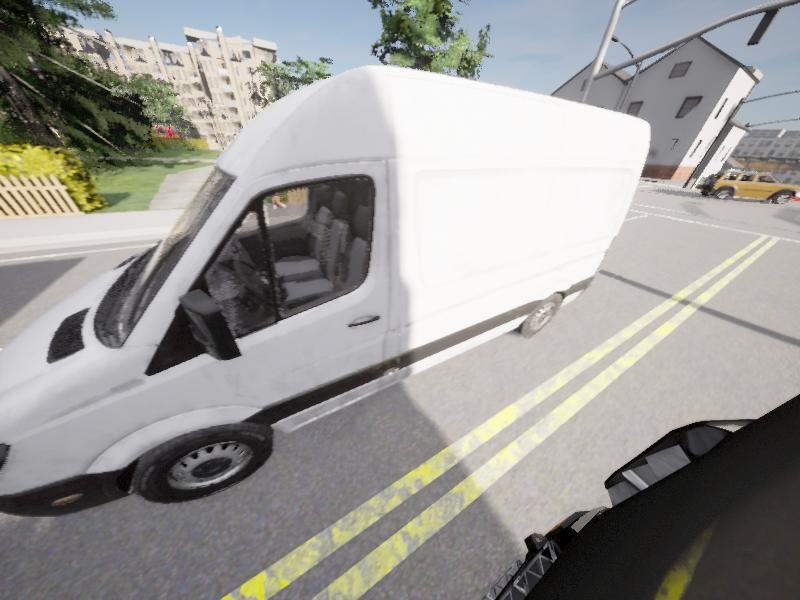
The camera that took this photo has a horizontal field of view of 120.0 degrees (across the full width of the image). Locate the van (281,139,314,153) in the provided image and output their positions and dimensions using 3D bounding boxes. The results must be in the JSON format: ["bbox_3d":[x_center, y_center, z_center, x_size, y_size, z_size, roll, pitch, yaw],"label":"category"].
[{"bbox_3d":[-23.686,-35.782,53.673,6.366,2.431,2.351,-15,38,-25],"label":"van"}]

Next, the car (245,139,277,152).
[{"bbox_3d":[-30.305,-33.847,50.593,5.566,2.045,2.150,-15,38,-25],"label":"car"}]

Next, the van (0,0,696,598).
[{"bbox_3d":[-0.004,-0.606,2.569,5.915,2.561,1.988,-16,38,-26],"label":"van"}]

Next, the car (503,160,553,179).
[{"bbox_3d":[13.889,-14.317,25.311,1.994,1.385,4.181,-16,38,-26],"label":"car"}]

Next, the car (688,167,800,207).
[{"bbox_3d":[24.396,-8.011,16.204,4.605,1.855,1.932,17,38,20],"label":"car"}]

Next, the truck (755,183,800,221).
[{"bbox_3d":[40.888,-10.282,24.457,5.204,2.467,2.627,-3,31,-34],"label":"truck"}]

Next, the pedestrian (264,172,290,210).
[{"bbox_3d":[-4.188,-3.708,7.888,0.500,1.100,0.500,-14,37,-24],"label":"pedestrian"}]

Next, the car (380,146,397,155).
[{"bbox_3d":[-3.198,-42.973,66.506,4.605,1.855,1.932,-22,41,-33],"label":"car"}]
